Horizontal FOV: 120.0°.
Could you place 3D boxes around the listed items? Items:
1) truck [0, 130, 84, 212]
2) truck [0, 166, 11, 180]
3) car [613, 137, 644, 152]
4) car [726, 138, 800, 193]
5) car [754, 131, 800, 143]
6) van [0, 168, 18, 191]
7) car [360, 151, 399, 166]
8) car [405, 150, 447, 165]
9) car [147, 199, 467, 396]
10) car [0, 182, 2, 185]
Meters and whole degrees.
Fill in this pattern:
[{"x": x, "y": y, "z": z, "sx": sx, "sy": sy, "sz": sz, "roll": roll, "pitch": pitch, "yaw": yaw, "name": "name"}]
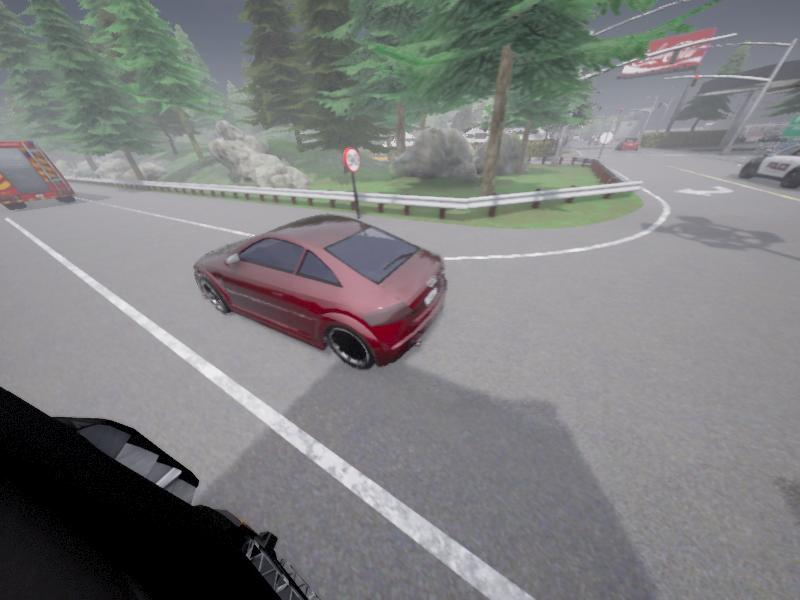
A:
[{"x": -25.434, "y": -8.421, "z": 15.069, "sx": 8.468, "sy": 3.827, "sz": 2.891, "roll": 16, "pitch": 38, "yaw": 26, "name": "truck"}, {"x": -78.606, "y": -23.740, "z": 43.326, "sx": 2.627, "sy": 2.467, "sz": 5.204, "roll": -13, "pitch": 35, "yaw": -15, "name": "truck"}, {"x": 34.207, "y": -23.403, "z": 34.756, "sx": 2.242, "sy": 1.667, "sz": 4.611, "roll": 17, "pitch": 38, "yaw": 25, "name": "car"}, {"x": 16.370, "y": -5.506, "z": 9.228, "sx": 2.038, "sy": 1.542, "sz": 4.974, "roll": 16, "pitch": 38, "yaw": 26, "name": "car"}, {"x": 64.326, "y": -27.344, "z": 38.703, "sx": 4.974, "sy": 1.542, "sz": 2.038, "roll": 16, "pitch": 38, "yaw": 26, "name": "car"}, {"x": -45.399, "y": -13.385, "z": 25.649, "sx": 4.480, "sy": 2.038, "sz": 2.069, "roll": 16, "pitch": 38, "yaw": 26, "name": "van"}, {"x": -2.946, "y": -20.439, "z": 33.413, "sx": 5.366, "sy": 1.575, "sz": 1.801, "roll": 16, "pitch": 38, "yaw": 26, "name": "car"}, {"x": 3.359, "y": -18.600, "z": 30.213, "sx": 5.008, "sy": 1.535, "sz": 1.882, "roll": 16, "pitch": 38, "yaw": 26, "name": "car"}, {"x": -1.382, "y": -0.547, "z": 3.638, "sx": 4.181, "sy": 1.385, "sz": 1.994, "roll": 15, "pitch": 38, "yaw": 24, "name": "car"}, {"x": -59.669, "y": -17.248, "z": 32.998, "sx": 4.974, "sy": 1.542, "sz": 2.038, "roll": 16, "pitch": 38, "yaw": 26, "name": "car"}]
